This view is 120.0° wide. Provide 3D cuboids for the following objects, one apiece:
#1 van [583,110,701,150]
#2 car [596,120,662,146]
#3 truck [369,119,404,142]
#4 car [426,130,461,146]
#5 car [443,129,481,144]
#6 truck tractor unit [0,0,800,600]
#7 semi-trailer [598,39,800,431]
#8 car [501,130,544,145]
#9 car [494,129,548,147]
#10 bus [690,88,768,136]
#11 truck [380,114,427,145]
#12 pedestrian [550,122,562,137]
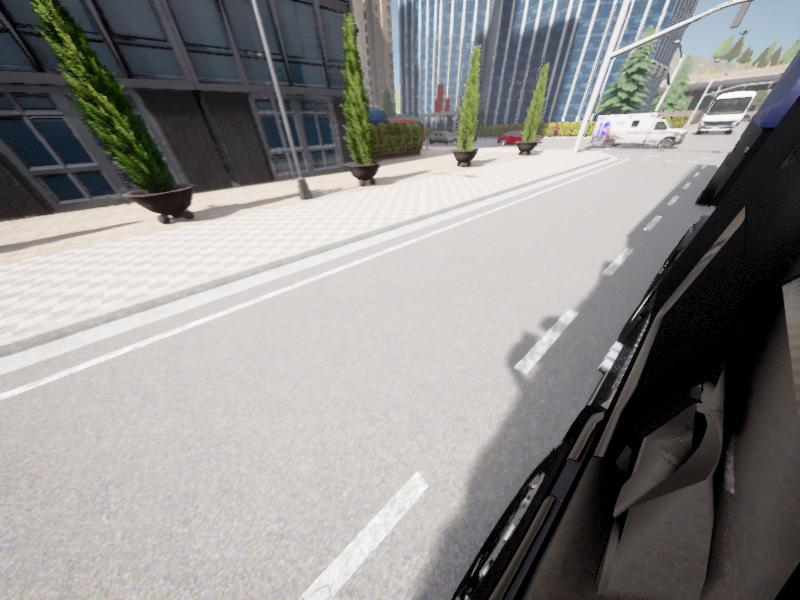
[{"bbox_3d":[20.481,-14.617,20.039,2.351,2.431,6.366,-29,44,-31],"label":"van"},{"bbox_3d":[22.349,-16.365,22.730,1.905,1.878,3.866,-29,44,-31],"label":"car"},{"bbox_3d":[-3.065,-37.301,50.898,2.891,3.827,8.468,-28,44,-30],"label":"truck"},{"bbox_3d":[6.318,-23.755,33.873,2.242,1.667,4.611,-28,43,-30],"label":"car"},{"bbox_3d":[9.338,-24.937,35.299,1.930,1.638,5.238,-28,44,-30],"label":"car"},{"bbox_3d":[2.645,-0.295,0.351,6.516,4.208,3.053,-28,44,-30],"label":"truck tractor unit"},{"bbox_3d":[8.687,-3.598,4.260,14.254,4.402,2.717,-28,43,-30],"label":"semi-trailer"},{"bbox_3d":[15.495,-20.709,29.449,1.994,1.385,4.181,-28,44,-30],"label":"car"},{"bbox_3d":[13.781,-18.709,26.719,1.882,1.535,5.008,-28,44,-30],"label":"car"},{"bbox_3d":[43.461,-24.665,30.612,10.273,4.253,3.944,-28,43,-30],"label":"bus"},{"bbox_3d":[0.422,-28.580,38.930,2.891,3.827,8.468,-28,43,-30],"label":"truck"},{"bbox_3d":[24.572,-26.860,36.459,0.751,1.860,0.751,-25,42,-28],"label":"pedestrian"}]
